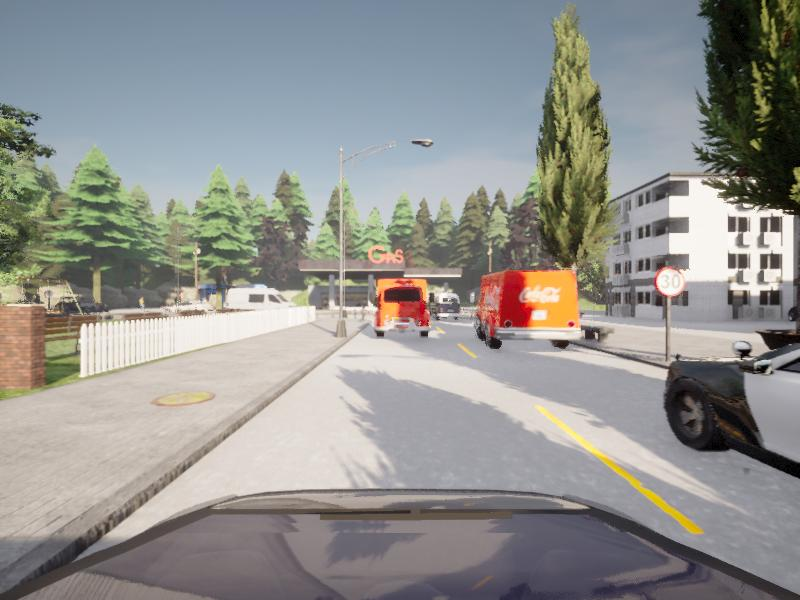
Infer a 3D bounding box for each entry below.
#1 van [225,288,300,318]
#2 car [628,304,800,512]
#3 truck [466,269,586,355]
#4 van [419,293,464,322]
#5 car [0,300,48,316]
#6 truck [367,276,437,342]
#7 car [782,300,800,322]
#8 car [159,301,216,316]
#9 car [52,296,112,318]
[{"bbox_3d":[-12.055,0.288,35.352,5.915,2.561,1.988,0,0,1],"label":"van"},{"bbox_3d":[4.018,0.822,2.800,2.038,1.542,4.974,0,0,0],"label":"car"},{"bbox_3d":[4.081,0.343,14.171,2.627,2.467,5.204,0,0,0],"label":"truck"},{"bbox_3d":[3.118,0.543,31.084,2.069,2.038,4.480,1,0,-14],"label":"van"},{"bbox_3d":[-37.365,0.780,39.456,3.705,1.549,1.789,0,0,0],"label":"car"},{"bbox_3d":[0.086,0.339,17.703,2.627,2.467,5.204,0,0,0],"label":"truck"},{"bbox_3d":[28.052,0.747,26.832,1.845,1.501,3.633,0,0,11],"label":"car"},{"bbox_3d":[-20.913,0.832,39.407,4.674,1.442,1.812,0,0,1],"label":"car"},{"bbox_3d":[-28.091,0.611,35.426,3.866,1.878,1.905,0,0,0],"label":"car"}]
